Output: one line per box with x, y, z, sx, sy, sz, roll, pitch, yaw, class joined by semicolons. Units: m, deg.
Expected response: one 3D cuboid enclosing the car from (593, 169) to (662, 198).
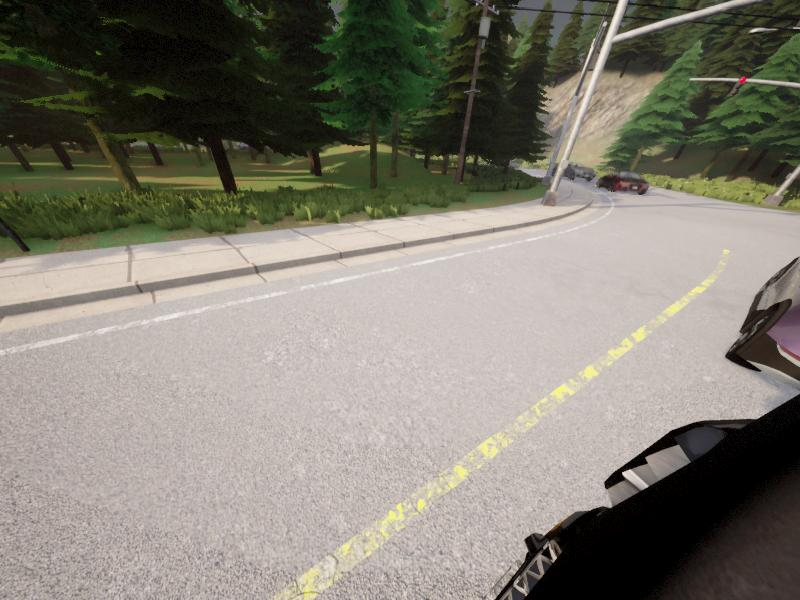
16.815;-8.918;17.435;1.994;1.385;4.181;12;35;13;car

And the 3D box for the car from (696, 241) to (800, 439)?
6.133;0.166;2.697;4.856;1.649;2.033;-17;39;-28;car

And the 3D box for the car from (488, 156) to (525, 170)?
16.275;-21.100;35.611;2.128;1.511;4.902;-13;37;-22;car

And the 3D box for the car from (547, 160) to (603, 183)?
18.754;-14.057;25.095;2.152;1.651;5.027;2;34;-2;car
